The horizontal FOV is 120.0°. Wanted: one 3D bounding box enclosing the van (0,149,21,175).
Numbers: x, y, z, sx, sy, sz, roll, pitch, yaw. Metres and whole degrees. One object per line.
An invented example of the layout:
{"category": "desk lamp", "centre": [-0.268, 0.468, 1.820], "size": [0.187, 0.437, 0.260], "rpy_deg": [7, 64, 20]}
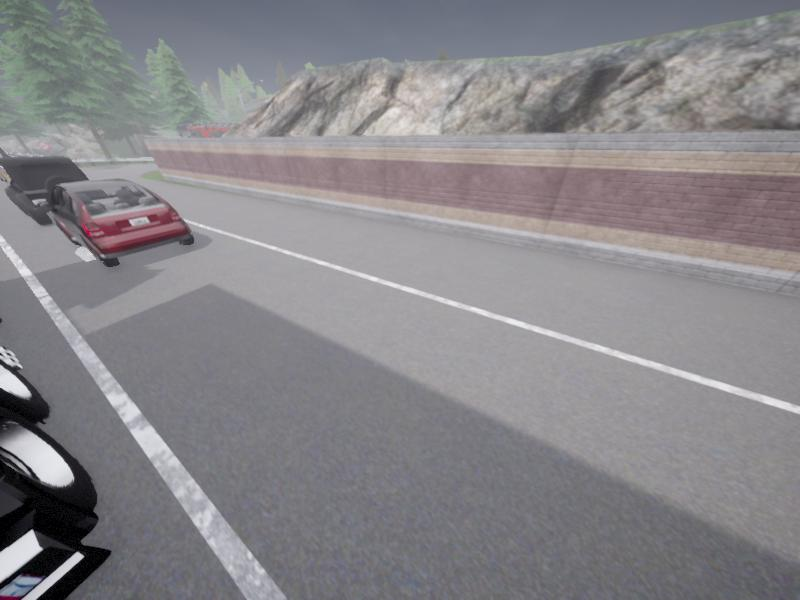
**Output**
{"category": "van", "centre": [-35.724, -11.845, 19.518], "size": [4.480, 2.038, 2.069], "rpy_deg": [12, 40, 17]}

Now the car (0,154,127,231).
{"category": "car", "centre": [-12.218, -3.955, 8.125], "size": [3.866, 1.878, 1.905], "rpy_deg": [19, 39, 25]}

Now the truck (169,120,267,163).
{"category": "truck", "centre": [-22.086, -19.802, 28.942], "size": [2.891, 3.827, 8.468], "rpy_deg": [18, 39, 25]}

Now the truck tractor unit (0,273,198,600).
{"category": "truck tractor unit", "centre": [-5.125, -0.287, 0.756], "size": [6.516, 4.208, 3.053], "rpy_deg": [18, 39, 23]}

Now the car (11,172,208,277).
{"category": "car", "centre": [-7.019, -2.074, 5.670], "size": [3.705, 1.549, 1.789], "rpy_deg": [18, 39, 25]}
